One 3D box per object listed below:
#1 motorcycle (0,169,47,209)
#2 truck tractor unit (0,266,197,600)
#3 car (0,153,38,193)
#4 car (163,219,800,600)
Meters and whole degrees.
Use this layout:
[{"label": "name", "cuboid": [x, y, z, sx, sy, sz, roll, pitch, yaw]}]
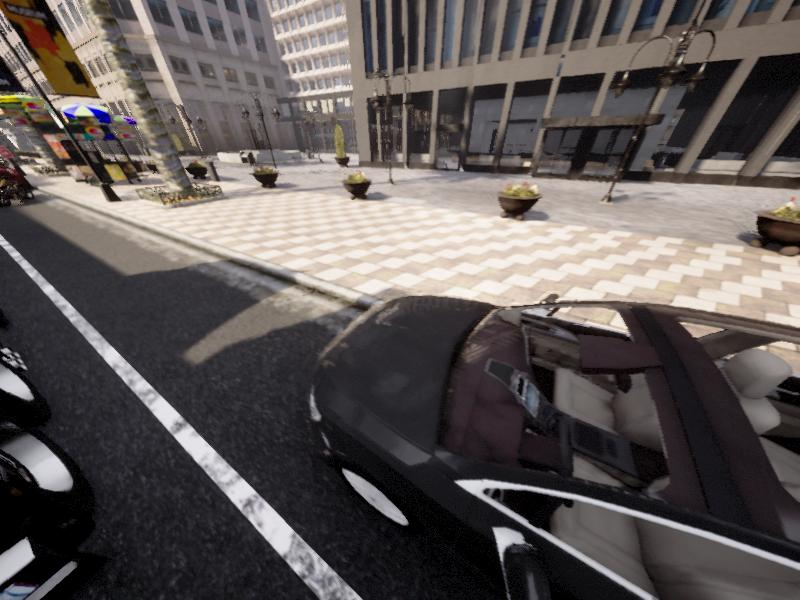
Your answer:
[{"label": "motorcycle", "cuboid": [-17.644, -5.006, 10.351, 0.764, 1.277, 2.356, -19, 39, -24]}, {"label": "truck tractor unit", "cuboid": [-5.117, -0.291, 0.790, 6.516, 4.208, 3.053, 18, 38, 24]}, {"label": "car", "cuboid": [-23.959, -7.361, 13.314, 4.553, 1.767, 2.185, 18, 39, 24]}, {"label": "car", "cuboid": [1.548, 0.924, 1.328, 4.892, 1.521, 2.231, 18, 39, 24]}]
